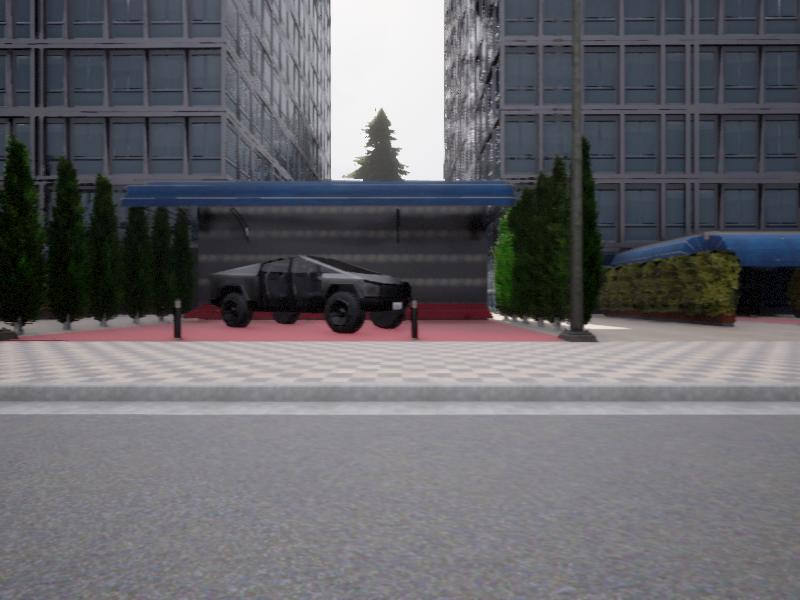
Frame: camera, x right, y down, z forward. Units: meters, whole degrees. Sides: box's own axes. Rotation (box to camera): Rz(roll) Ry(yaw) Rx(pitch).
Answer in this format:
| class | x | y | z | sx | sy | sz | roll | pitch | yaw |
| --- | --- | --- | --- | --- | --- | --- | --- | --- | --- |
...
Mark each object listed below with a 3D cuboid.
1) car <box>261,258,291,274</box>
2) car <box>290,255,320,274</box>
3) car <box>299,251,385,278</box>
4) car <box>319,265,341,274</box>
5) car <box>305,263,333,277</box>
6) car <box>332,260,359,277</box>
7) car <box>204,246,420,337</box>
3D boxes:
| class | x | y | z | sx | sy | sz | roll | pitch | yaw |
| --- | --- | --- | --- | --- | --- | --- | --- | --- | --- |
| car | -3.489 | -0.950 | 11.234 | 1.022 | 0.378 | 0.154 | 0 | 0 | 31 |
| car | -2.547 | -0.939 | 10.700 | 0.945 | 0.468 | 0.156 | 0 | 0 | 31 |
| car | -1.577 | -0.946 | 11.132 | 1.642 | 0.535 | 1.750 | 0 | 0 | 31 |
| car | -1.781 | -0.768 | 10.169 | 0.653 | 0.191 | 0.090 | 0 | 0 | 31 |
| car | -2.592 | -0.950 | 12.756 | 1.022 | 0.378 | 0.154 | 0 | 0 | 31 |
| car | -1.669 | -0.939 | 12.190 | 0.945 | 0.468 | 0.156 | 0 | 0 | 31 |
| car | -2.747 | -0.198 | 11.822 | 6.274 | 2.098 | 2.390 | 0 | 0 | 31 |
